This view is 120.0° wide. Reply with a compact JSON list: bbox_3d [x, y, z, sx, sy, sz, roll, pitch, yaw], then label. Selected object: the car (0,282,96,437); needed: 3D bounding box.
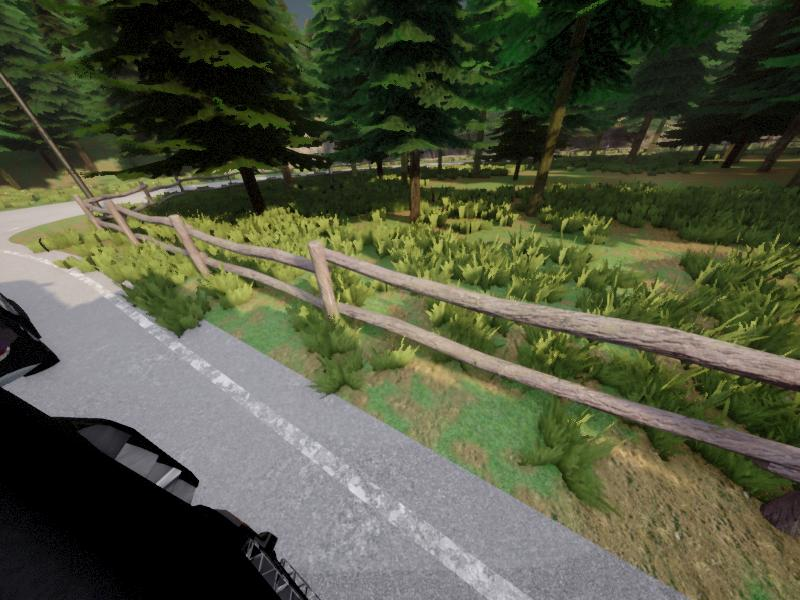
[{"bbox_3d":[-6.247,0.280,2.535,4.856,1.649,2.033,14,37,24],"label":"car"}]
